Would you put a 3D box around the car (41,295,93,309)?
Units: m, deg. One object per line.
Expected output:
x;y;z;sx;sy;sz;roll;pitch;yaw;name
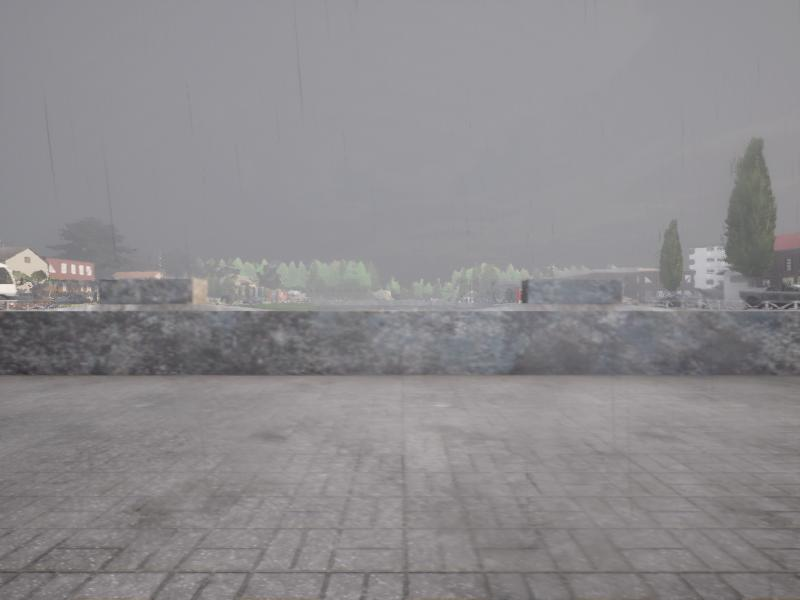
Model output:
-38.047;0.231;45.896;1.837;1.490;4.892;0;0;0;car

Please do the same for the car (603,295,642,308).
27.666;0.212;49.982;1.801;1.575;5.366;0;0;0;car

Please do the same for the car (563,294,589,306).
27.667;0.065;63.022;1.932;1.855;4.605;0;-1;0;car

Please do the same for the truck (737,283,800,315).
27.660;-0.048;28.236;2.390;2.098;6.274;0;0;0;truck

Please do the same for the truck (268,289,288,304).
-34.003;-0.936;111.786;2.891;3.827;8.468;0;0;0;truck

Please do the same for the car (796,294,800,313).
31.666;0.264;29.086;1.970;1.475;3.806;0;0;0;car

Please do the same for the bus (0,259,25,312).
-34.185;-1.147;29.208;3.944;4.253;10.273;0;0;1;bus

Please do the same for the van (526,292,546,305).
27.668;-0.290;81.604;1.988;2.561;5.915;0;0;0;van

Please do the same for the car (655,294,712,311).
27.662;0.247;39.328;2.128;1.511;4.902;0;0;0;car
